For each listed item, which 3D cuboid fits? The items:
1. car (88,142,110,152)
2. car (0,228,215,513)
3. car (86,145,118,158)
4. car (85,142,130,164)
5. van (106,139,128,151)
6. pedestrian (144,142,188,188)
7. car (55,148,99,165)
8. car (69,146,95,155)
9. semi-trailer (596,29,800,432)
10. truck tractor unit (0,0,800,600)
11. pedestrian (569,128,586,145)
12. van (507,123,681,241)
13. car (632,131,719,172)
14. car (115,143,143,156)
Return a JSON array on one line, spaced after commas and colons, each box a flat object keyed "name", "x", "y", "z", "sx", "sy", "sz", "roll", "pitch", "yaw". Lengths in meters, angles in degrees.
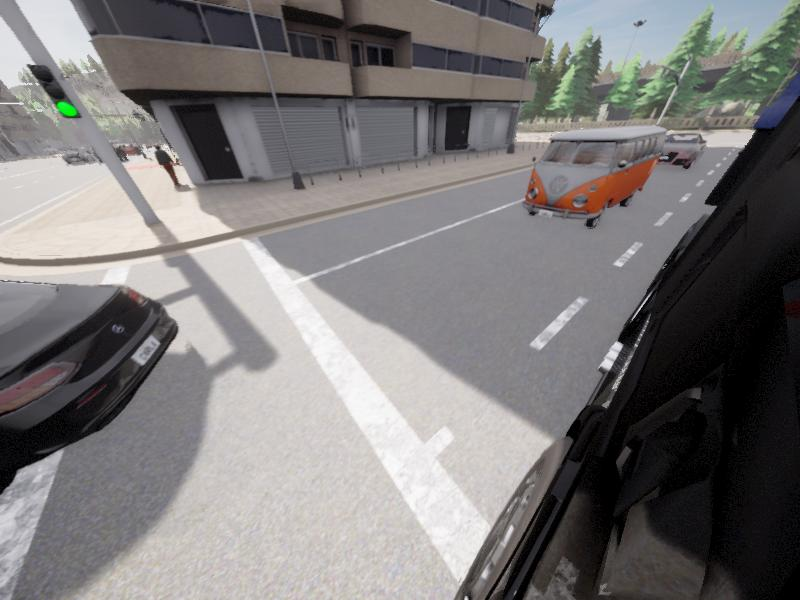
[{"name": "car", "x": -82.495, "y": -42.077, "z": 63.425, "sx": 2.150, "sy": 2.045, "sz": 5.566, "roll": -27, "pitch": 43, "yaw": -28}, {"name": "car", "x": -4.698, "y": 0.764, "z": 1.729, "sx": 4.674, "sy": 1.442, "sz": 1.812, "roll": -11, "pitch": 38, "yaw": -10}, {"name": "car", "x": -51.062, "y": -25.586, "z": 39.685, "sx": 2.242, "sy": 1.667, "sz": 4.611, "roll": -27, "pitch": 43, "yaw": -28}, {"name": "car", "x": -37.220, "y": -18.928, "z": 29.605, "sx": 2.150, "sy": 2.045, "sz": 5.566, "roll": -27, "pitch": 43, "yaw": -28}, {"name": "van", "x": -80.518, "y": -44.181, "z": 65.772, "sx": 2.351, "sy": 2.431, "sz": 6.366, "roll": -27, "pitch": 43, "yaw": -28}, {"name": "pedestrian", "x": -11.472, "y": -6.623, "z": 11.383, "sx": 0.751, "sy": 1.860, "sz": 0.751, "roll": -29, "pitch": 44, "yaw": -31}, {"name": "car", "x": -41.921, "y": -18.783, "z": 30.151, "sx": 2.038, "sy": 1.542, "sz": 4.974, "roll": -26, "pitch": 43, "yaw": -28}, {"name": "car", "x": -71.240, "y": -33.564, "z": 51.806, "sx": 2.163, "sy": 1.488, "sz": 4.792, "roll": -27, "pitch": 43, "yaw": -28}, {"name": "semi-trailer", "x": 8.784, "y": -3.549, "z": 4.135, "sx": 14.254, "sy": 4.402, "sz": 2.717, "roll": -27, "pitch": 43, "yaw": -29}, {"name": "truck tractor unit", "x": 2.645, "y": -0.295, "z": 0.351, "sx": 6.516, "sy": 4.208, "sz": 3.053, "roll": -28, "pitch": 44, "yaw": -30}, {"name": "pedestrian", "x": 16.864, "y": -15.571, "z": 21.966, "sx": 0.751, "sy": 1.300, "sz": 0.751, "roll": -27, "pitch": 43, "yaw": -28}, {"name": "van", "x": 5.152, "y": -3.383, "z": 6.176, "sx": 4.442, "sy": 1.987, "sz": 1.775, "roll": -27, "pitch": 43, "yaw": -29}, {"name": "car", "x": 14.319, "y": -7.814, "z": 12.011, "sx": 4.181, "sy": 1.385, "sz": 1.994, "roll": -27, "pitch": 43, "yaw": -29}, {"name": "car", "x": -48.043, "y": -26.794, "z": 41.050, "sx": 2.242, "sy": 1.667, "sz": 4.611, "roll": -27, "pitch": 43, "yaw": -28}]
